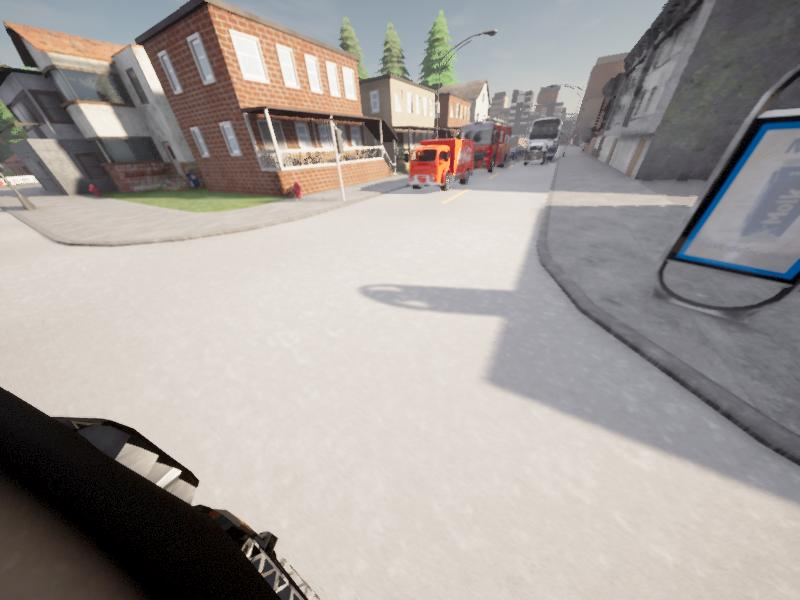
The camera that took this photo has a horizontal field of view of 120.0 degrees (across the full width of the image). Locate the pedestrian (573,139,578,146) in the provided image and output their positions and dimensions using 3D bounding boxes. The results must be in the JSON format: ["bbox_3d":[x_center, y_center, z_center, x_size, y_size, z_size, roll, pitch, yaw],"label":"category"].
[{"bbox_3d":[59.563,-53.612,78.536,0.751,1.860,0.751,16,38,26],"label":"pedestrian"}]

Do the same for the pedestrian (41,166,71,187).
[{"bbox_3d":[-37.619,-13.526,25.293,0.751,1.860,0.751,-14,35,-16],"label":"pedestrian"}]

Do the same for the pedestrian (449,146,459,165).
[{"bbox_3d":[6.570,-17.584,28.111,0.751,1.860,0.751,-27,40,-31],"label":"pedestrian"}]

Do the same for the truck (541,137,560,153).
[{"bbox_3d":[31.439,-32.395,48.289,2.627,2.467,5.204,15,37,25],"label":"truck"}]

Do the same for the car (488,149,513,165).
[{"bbox_3d":[12.476,-17.679,28.489,1.994,1.385,4.181,15,37,25],"label":"car"}]

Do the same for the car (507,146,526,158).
[{"bbox_3d":[19.263,-24.452,38.094,1.837,1.490,4.892,16,38,26],"label":"car"}]

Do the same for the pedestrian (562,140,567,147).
[{"bbox_3d":[51.845,-49.441,72.818,0.751,1.860,0.751,14,37,23],"label":"pedestrian"}]

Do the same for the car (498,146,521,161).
[{"bbox_3d":[15.747,-20.987,33.085,1.882,1.535,5.008,16,38,26],"label":"car"}]

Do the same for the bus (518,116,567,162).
[{"bbox_3d":[18.854,-20.975,30.374,3.944,4.253,10.273,16,38,26],"label":"bus"}]

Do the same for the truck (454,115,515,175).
[{"bbox_3d":[8.041,-14.309,21.507,2.891,3.827,8.468,16,38,27],"label":"truck"}]

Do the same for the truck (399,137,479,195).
[{"bbox_3d":[2.473,-8.078,13.760,2.627,2.467,5.204,17,38,27],"label":"truck"}]

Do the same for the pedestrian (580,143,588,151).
[{"bbox_3d":[35.563,-29.676,44.701,0.751,1.300,0.751,15,38,25],"label":"pedestrian"}]

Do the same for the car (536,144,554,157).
[{"bbox_3d":[23.985,-24.726,38.122,2.007,1.525,4.514,16,38,26],"label":"car"}]

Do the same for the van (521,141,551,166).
[{"bbox_3d":[14.445,-15.511,24.457,2.069,2.038,4.480,16,38,26],"label":"van"}]
